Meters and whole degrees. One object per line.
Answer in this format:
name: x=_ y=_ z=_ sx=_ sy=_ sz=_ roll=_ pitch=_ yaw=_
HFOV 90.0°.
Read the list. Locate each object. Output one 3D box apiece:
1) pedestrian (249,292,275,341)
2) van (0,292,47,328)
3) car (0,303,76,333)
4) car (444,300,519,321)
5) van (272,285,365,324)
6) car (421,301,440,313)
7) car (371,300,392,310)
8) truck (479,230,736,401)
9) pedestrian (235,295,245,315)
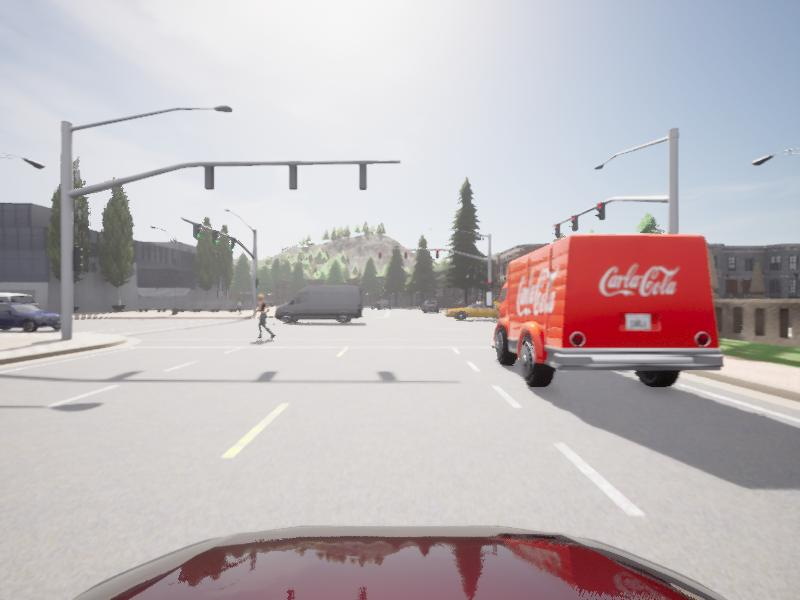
pedestrian: x=-5.425 y=0.631 z=15.774 sx=0.751 sy=1.860 sz=0.751 roll=0 pitch=0 yaw=1
van: x=-24.099 y=0.565 z=23.696 sx=4.480 sy=2.038 sz=2.069 roll=0 pitch=0 yaw=0
car: x=-19.362 y=0.864 z=20.151 sx=4.674 sy=1.442 sz=1.812 roll=0 pitch=0 yaw=1
car: x=6.179 y=0.792 z=30.727 sx=5.366 sy=1.575 sz=1.801 roll=0 pitch=0 yaw=0
van: x=-5.451 y=0.314 z=27.222 sx=5.915 sy=2.561 sz=1.988 roll=0 pitch=0 yaw=0
car: x=3.751 y=0.839 z=50.437 sx=1.970 sy=1.475 sz=3.806 roll=0 pitch=0 yaw=-2
car: x=-3.204 y=0.761 z=68.403 sx=2.152 sy=1.651 sz=5.027 roll=0 pitch=0 yaw=-21
truck: x=3.501 y=0.321 z=8.384 sx=2.627 sy=2.467 sz=5.204 roll=0 pitch=-2 yaw=0
pedestrian: x=-15.491 y=0.475 z=38.710 sx=0.751 sy=1.860 sz=0.751 roll=0 pitch=0 yaw=-5
